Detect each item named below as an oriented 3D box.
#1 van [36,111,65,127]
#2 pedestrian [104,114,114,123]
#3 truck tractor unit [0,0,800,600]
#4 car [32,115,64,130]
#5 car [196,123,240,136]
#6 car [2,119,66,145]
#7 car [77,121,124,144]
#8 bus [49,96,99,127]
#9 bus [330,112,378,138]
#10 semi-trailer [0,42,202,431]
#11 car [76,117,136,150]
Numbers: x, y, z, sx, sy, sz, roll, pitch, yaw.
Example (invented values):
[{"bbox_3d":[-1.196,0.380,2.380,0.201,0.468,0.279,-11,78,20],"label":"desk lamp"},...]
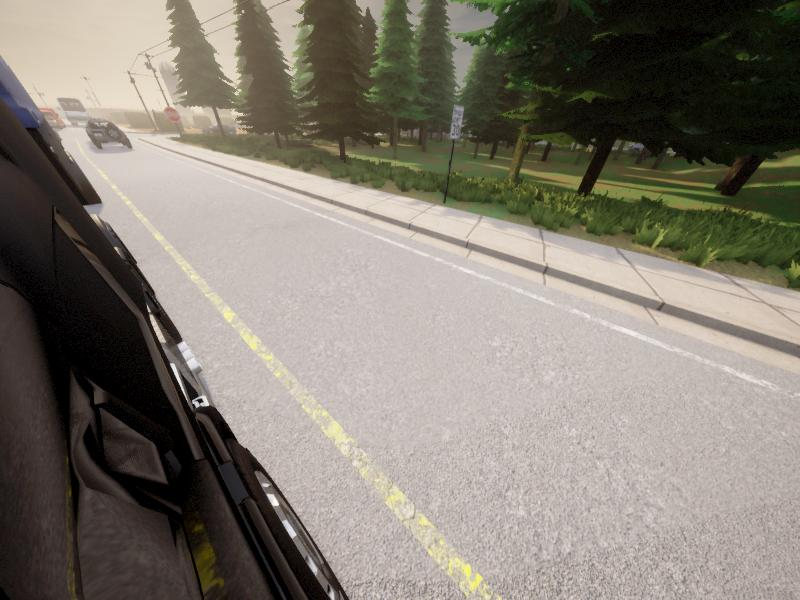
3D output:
[{"bbox_3d":[-62.303,-32.398,41.287,4.480,2.038,2.069,29,44,31],"label":"van"},{"bbox_3d":[-74.164,-46.266,58.917,0.751,1.860,0.751,-28,46,-34],"label":"pedestrian"},{"bbox_3d":[-2.645,-0.295,0.351,6.516,4.208,3.053,28,44,30],"label":"truck tractor unit"},{"bbox_3d":[-49.904,-25.229,32.848,3.988,1.617,1.851,29,44,31],"label":"car"},{"bbox_3d":[-29.455,-27.684,37.554,2.128,1.511,4.902,27,43,29],"label":"car"},{"bbox_3d":[-29.603,-13.752,18.875,4.902,1.511,2.128,29,44,31],"label":"car"},{"bbox_3d":[-27.666,-15.546,21.380,4.514,1.525,2.007,31,45,33],"label":"car"},{"bbox_3d":[-65.052,-37.570,46.164,10.273,4.253,3.944,29,44,31],"label":"bus"},{"bbox_3d":[-10.072,-39.360,52.088,3.944,4.253,10.273,27,43,29],"label":"bus"},{"bbox_3d":[-8.703,-3.604,4.220,14.254,4.402,2.717,28,44,30],"label":"semi-trailer"},{"bbox_3d":[-22.797,-12.924,17.890,4.605,1.855,1.932,29,44,31],"label":"car"}]
